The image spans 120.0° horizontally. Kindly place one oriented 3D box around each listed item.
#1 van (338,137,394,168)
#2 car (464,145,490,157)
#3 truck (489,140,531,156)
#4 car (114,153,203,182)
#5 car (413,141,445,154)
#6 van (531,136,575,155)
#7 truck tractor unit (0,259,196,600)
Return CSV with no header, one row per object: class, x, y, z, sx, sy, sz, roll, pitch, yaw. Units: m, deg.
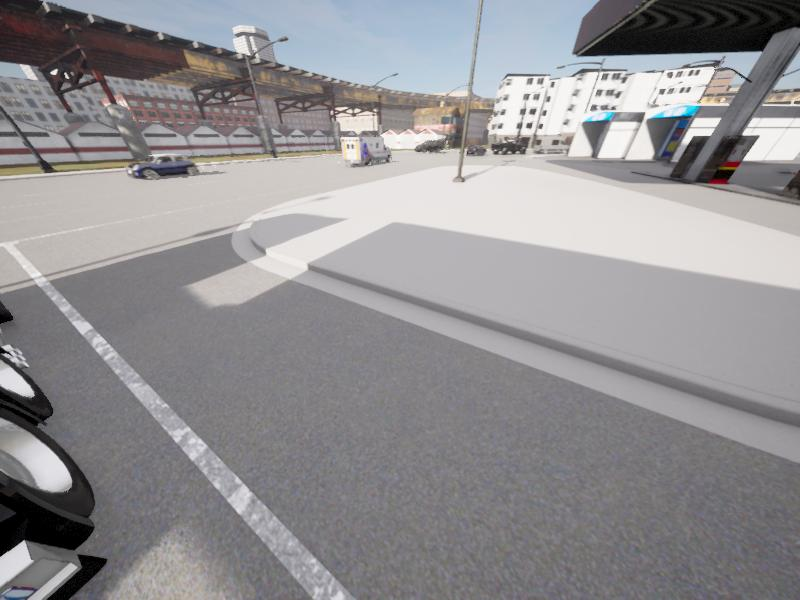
van,-3.311,-15.905,24.737,2.351,2.431,6.366,19,39,25
car,12.081,-23.328,36.063,3.633,1.501,1.845,-24,41,-30
truck,18.480,-25.637,38.831,6.274,2.098,2.390,-15,38,-20
car,-17.200,-9.671,16.724,1.970,1.475,3.806,18,39,24
car,5.420,-28.345,42.867,5.566,2.045,2.150,-19,39,-25
van,26.621,-26.991,40.328,5.915,2.561,1.988,-6,35,-8
truck tractor unit,-5.101,-0.310,0.787,6.516,4.208,3.053,19,39,24
